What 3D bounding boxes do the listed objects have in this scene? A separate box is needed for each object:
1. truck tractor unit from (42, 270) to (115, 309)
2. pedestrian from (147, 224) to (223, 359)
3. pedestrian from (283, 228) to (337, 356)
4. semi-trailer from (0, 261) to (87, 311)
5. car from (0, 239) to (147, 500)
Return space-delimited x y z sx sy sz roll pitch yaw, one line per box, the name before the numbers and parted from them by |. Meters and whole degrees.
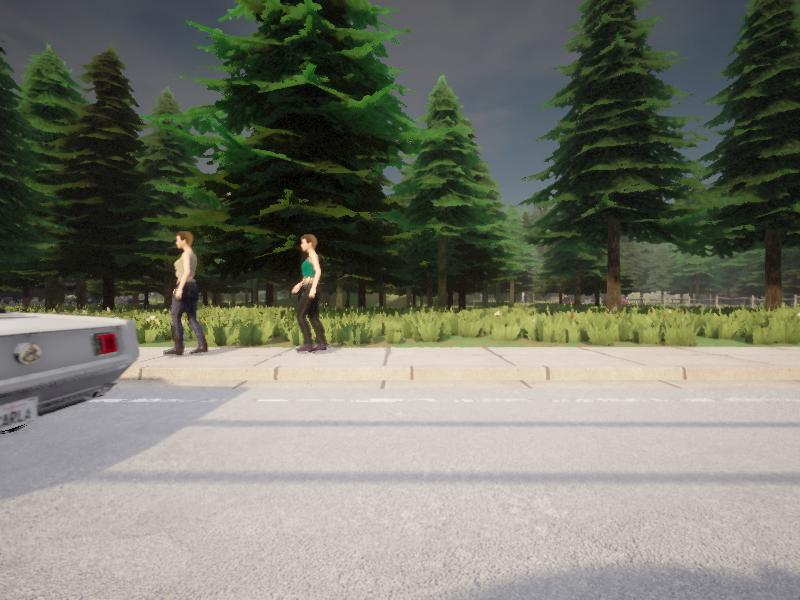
truck tractor unit | -36.817 -1.114 46.162 3.053 4.208 6.516 0 0 1
pedestrian | -3.146 -0.112 5.916 0.751 1.860 0.751 0 0 -5
pedestrian | -1.374 -0.114 6.214 0.751 1.860 0.751 0 0 -8
semi-trailer | -36.831 -1.217 38.250 2.717 4.402 14.254 0 0 0
car | -4.354 0.348 2.203 4.718 1.301 1.895 0 0 0
